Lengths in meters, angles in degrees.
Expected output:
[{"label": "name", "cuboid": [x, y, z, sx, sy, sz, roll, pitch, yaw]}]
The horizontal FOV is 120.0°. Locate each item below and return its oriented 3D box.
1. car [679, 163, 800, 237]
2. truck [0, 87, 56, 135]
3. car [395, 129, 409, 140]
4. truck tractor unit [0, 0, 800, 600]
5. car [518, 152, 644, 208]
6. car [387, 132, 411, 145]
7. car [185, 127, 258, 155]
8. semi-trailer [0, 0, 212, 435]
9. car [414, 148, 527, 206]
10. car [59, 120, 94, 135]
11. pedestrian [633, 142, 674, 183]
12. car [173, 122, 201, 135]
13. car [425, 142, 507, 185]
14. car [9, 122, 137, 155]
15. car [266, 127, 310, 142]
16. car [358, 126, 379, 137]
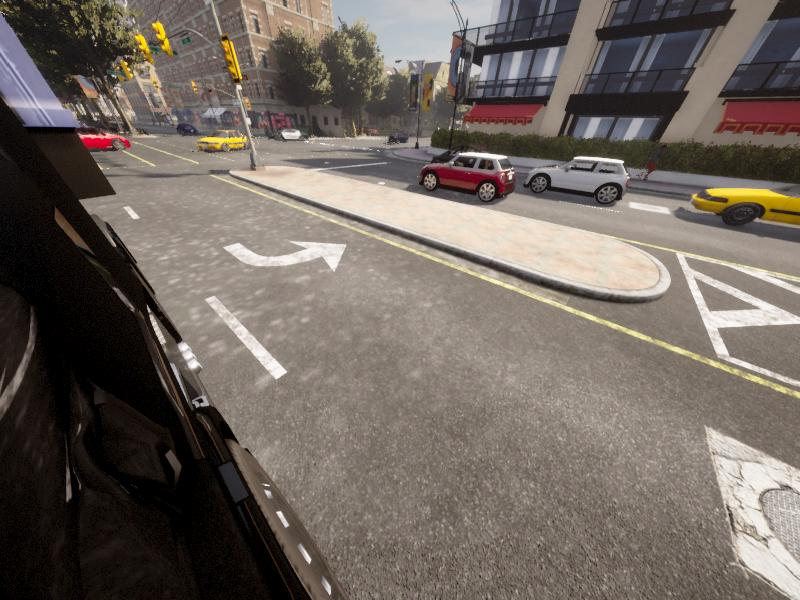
[{"label": "car", "cuboid": [12.687, -2.810, 6.878, 5.366, 1.575, 1.801, 28, 43, 29]}, {"label": "truck", "cuboid": [-42.461, -20.962, 25.776, 8.468, 3.827, 2.891, 28, 43, 29]}, {"label": "car", "cuboid": [0.294, -36.515, 50.867, 1.905, 1.878, 3.866, -9, 38, -16]}, {"label": "truck tractor unit", "cuboid": [-2.645, -0.295, 0.351, 6.516, 4.208, 3.053, 28, 44, 30]}, {"label": "car", "cuboid": [7.679, -5.387, 10.092, 3.806, 1.475, 1.970, 28, 44, 30]}, {"label": "car", "cuboid": [-0.157, -25.048, 35.822, 1.845, 1.501, 3.633, 27, 44, 29]}, {"label": "car", "cuboid": [-14.484, -13.343, 19.237, 1.801, 1.575, 5.366, 4, 37, 1]}, {"label": "semi-trailer", "cuboid": [-9.457, -2.940, 3.285, 14.254, 4.402, 2.717, 19, 40, 20]}, {"label": "car", "cuboid": [2.758, -5.249, 9.597, 3.806, 1.475, 1.970, 28, 43, 29]}, {"label": "car", "cuboid": [-39.824, -21.264, 28.458, 4.718, 1.301, 1.895, 28, 43, 29]}, {"label": "pedestrian", "cuboid": [14.352, -7.816, 13.143, 0.751, 1.860, 0.751, 28, 44, 30]}, {"label": "car", "cuboid": [-33.515, -26.931, 36.303, 4.674, 1.442, 1.812, 27, 43, 29]}, {"label": "car", "cuboid": [3.489, -7.614, 12.738, 3.705, 1.549, 1.789, 28, 43, 29]}, {"label": "car", "cuboid": [-21.691, -10.980, 15.671, 2.007, 1.525, 4.514, 18, 39, 19]}, {"label": "car", "cuboid": [-15.280, -22.586, 31.581, 4.974, 1.542, 2.038, -17, 41, -25]}, {"label": "car", "cuboid": [-8.071, -43.430, 59.448, 5.566, 2.045, 2.150, 28, 43, 30]}]
